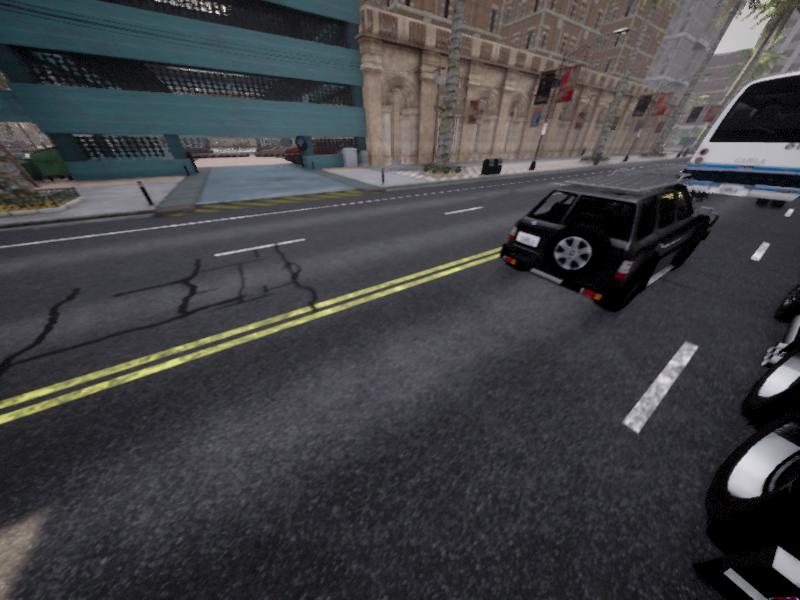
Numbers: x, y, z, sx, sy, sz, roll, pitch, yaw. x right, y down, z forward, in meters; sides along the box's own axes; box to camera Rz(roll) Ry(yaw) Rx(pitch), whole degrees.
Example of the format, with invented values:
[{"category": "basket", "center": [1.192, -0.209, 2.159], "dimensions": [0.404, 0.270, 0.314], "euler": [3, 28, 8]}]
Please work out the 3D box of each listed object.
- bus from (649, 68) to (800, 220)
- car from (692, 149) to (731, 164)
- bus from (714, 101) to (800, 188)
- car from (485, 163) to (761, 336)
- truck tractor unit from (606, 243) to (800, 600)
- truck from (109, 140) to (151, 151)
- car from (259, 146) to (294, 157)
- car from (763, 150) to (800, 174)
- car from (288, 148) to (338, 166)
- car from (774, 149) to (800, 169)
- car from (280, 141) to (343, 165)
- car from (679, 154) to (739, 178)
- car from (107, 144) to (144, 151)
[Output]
[{"category": "bus", "center": [17.316, -7.138, 10.748], "dimensions": [10.273, 4.253, 3.944], "euler": [-20, 39, -26]}, {"category": "car", "center": [41.673, -19.293, 30.895], "dimensions": [4.514, 1.525, 2.007], "euler": [-19, 39, -26]}, {"category": "bus", "center": [27.990, -10.948, 16.331], "dimensions": [10.273, 4.253, 3.944], "euler": [-20, 39, -26]}, {"category": "car", "center": [4.180, -1.402, 4.447], "dimensions": [4.605, 1.855, 1.932], "euler": [-19, 39, -26]}, {"category": "truck tractor unit", "center": [5.077, -0.331, 0.838], "dimensions": [6.516, 4.208, 3.053], "euler": [-20, 40, -26]}, {"category": "truck", "center": [-66.965, -38.533, 57.531], "dimensions": [6.274, 2.098, 2.390], "euler": [-19, 39, -26]}, {"category": "car", "center": [-19.971, -24.146, 37.480], "dimensions": [4.718, 1.301, 1.895], "euler": [-20, 39, -26]}, {"category": "car", "center": [36.481, -12.819, 21.407], "dimensions": [5.027, 1.651, 2.152], "euler": [-20, 39, -26]}, {"category": "car", "center": [-9.351, -15.524, 24.995], "dimensions": [4.514, 1.523, 2.007], "euler": [-20, 39, -26]}, {"category": "car", "center": [43.408, -15.268, 24.997], "dimensions": [5.027, 1.651, 2.152], "euler": [-19, 39, -26]}, {"category": "car", "center": [-9.398, -15.829, 24.747], "dimensions": [5.566, 2.045, 2.435], "euler": [-20, 39, -26]}, {"category": "car", "center": [25.773, -11.244, 19.280], "dimensions": [4.181, 1.385, 1.994], "euler": [-20, 39, -26]}, {"category": "car", "center": [-65.437, -36.445, 55.140], "dimensions": [5.357, 1.411, 2.033], "euler": [-20, 39, -26]}]
